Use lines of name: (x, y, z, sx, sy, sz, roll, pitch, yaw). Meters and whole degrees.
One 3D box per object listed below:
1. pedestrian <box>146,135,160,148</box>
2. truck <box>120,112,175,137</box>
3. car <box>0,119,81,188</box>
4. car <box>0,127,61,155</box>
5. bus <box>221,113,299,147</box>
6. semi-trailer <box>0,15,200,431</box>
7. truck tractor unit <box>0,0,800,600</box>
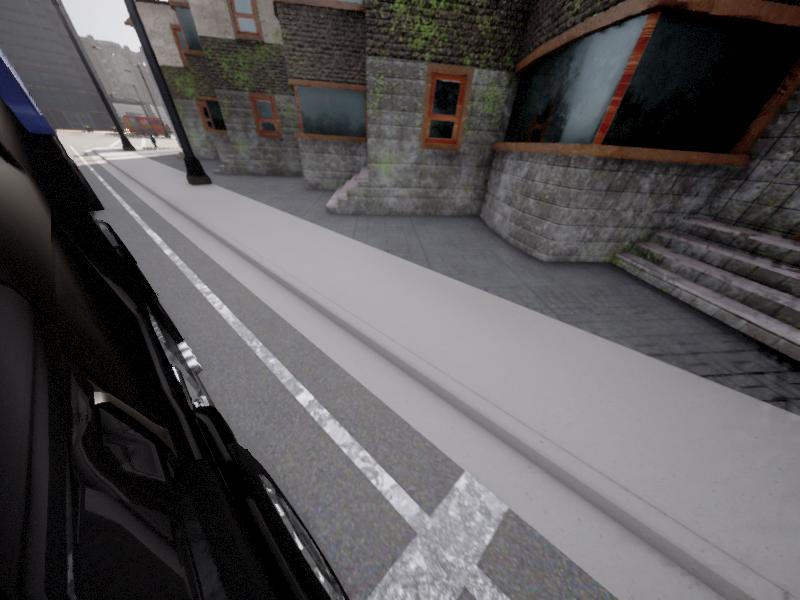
pedestrian: (-25.305, -16.259, 23.674, 0.500, 1.100, 0.500, 29, 42, 31)
truck: (-55.143, -38.498, 50.944, 2.891, 3.827, 8.468, 0, 35, -6)
car: (-16.320, -6.438, 9.906, 5.566, 2.045, 2.150, 27, 41, 30)
car: (-26.775, -11.587, 16.828, 4.674, 1.442, 1.812, 27, 41, 30)
bus: (-24.063, -29.713, 40.689, 10.273, 4.253, 3.944, -1, 35, -6)
semi-trailer: (-8.700, -3.545, 4.314, 14.254, 4.402, 2.717, 27, 41, 30)
truck tractor unit: (-2.645, -0.295, 0.351, 6.516, 4.208, 3.053, 28, 44, 30)
